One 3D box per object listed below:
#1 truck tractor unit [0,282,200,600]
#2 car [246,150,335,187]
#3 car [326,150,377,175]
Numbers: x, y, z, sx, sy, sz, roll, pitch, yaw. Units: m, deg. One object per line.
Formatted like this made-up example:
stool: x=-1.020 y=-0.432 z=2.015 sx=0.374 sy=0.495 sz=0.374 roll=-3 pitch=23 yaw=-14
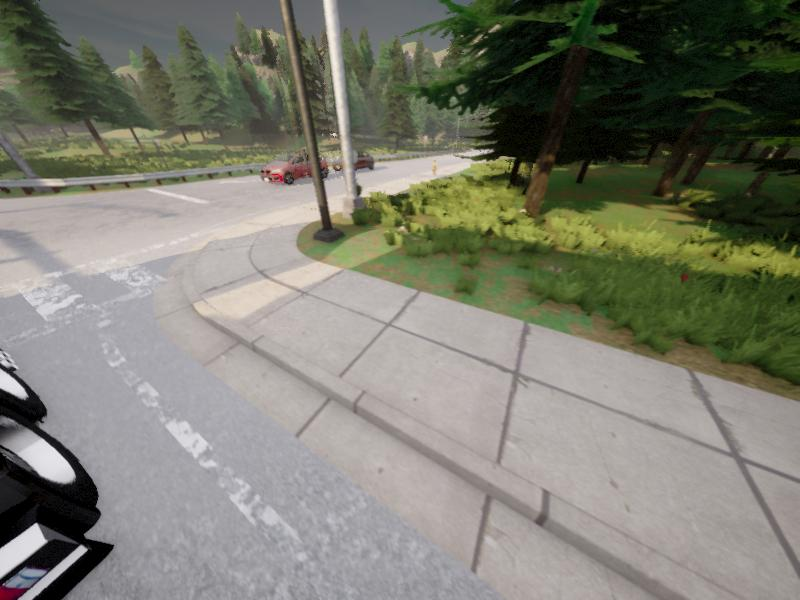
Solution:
truck tractor unit: x=-5.143 y=-0.269 z=0.734 sx=6.516 sy=4.208 sz=3.053 roll=17 pitch=38 yaw=23
car: x=-6.854 y=-8.723 z=15.085 sx=2.242 sy=1.667 sz=4.611 roll=17 pitch=39 yaw=24
car: x=-3.919 y=-11.712 z=19.522 sx=1.816 sy=1.474 sz=4.193 roll=17 pitch=39 yaw=23
